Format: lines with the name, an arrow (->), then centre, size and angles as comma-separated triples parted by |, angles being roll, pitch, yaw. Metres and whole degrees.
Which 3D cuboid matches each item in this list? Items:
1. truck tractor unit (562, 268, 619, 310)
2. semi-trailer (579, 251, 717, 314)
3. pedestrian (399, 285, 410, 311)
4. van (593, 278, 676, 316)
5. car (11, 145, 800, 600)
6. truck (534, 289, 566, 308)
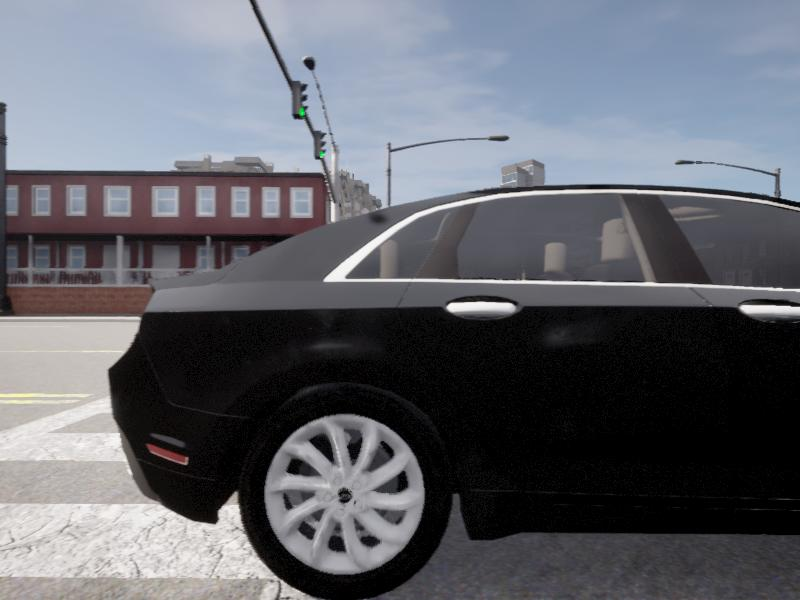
truck tractor unit -> 20.318, -1.092, 43.176 | 3.053, 4.208, 6.516 | 0, 0, 0
semi-trailer -> 20.636, -1.193, 35.272 | 2.717, 4.402, 14.254 | 0, 0, -3
pedestrian -> 0.345, -0.116, 29.196 | 0.751, 1.860, 0.751 | 0, 0, -2
van -> 16.810, -0.202, 29.200 | 2.351, 2.431, 6.366 | 0, 0, 1
car -> 1.200, 0.246, 2.204 | 4.892, 1.490, 1.837 | 0, 0, 0
truck -> 20.182, -0.209, 54.062 | 2.627, 2.467, 5.204 | 0, 1, 2
